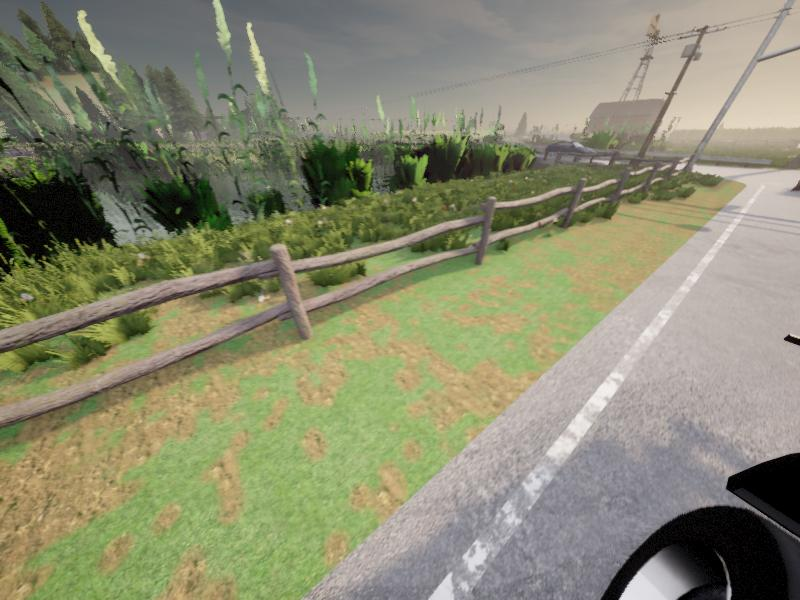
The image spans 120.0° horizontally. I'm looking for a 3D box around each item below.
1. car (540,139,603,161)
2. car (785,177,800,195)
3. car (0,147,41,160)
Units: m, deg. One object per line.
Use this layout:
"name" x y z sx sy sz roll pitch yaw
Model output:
"car" 17.271 -15.320 23.526 1.812 1.442 4.674 -20 43 -26
"car" 20.098 -5.555 10.378 4.181 1.385 1.994 -18 39 -23
"car" -54.717 -20.560 32.394 4.181 1.385 1.994 -24 41 -29
